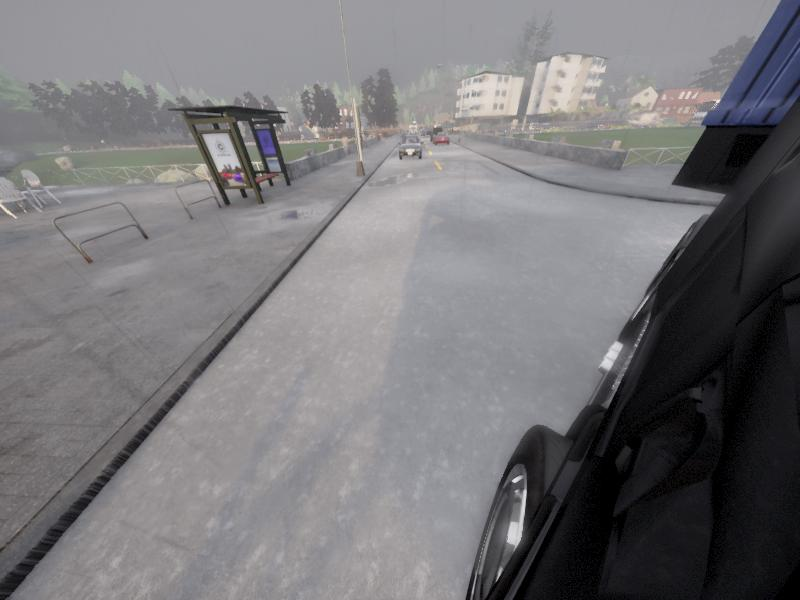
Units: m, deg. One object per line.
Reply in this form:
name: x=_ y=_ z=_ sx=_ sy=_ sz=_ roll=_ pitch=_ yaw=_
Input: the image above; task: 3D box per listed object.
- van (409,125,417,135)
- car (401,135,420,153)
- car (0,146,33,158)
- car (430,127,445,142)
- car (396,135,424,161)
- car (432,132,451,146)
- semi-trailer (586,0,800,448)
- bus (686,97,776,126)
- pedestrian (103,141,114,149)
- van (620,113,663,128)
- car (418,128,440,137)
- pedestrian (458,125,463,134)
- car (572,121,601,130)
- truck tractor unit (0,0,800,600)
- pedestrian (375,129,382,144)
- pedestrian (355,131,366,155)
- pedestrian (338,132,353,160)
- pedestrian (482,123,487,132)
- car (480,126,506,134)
van: x=4.198 y=-53.834 z=73.055 sx=2.351 sy=2.431 sz=6.366 roll=0 pitch=37 yaw=4
car: x=1.196 y=-17.097 z=25.251 sx=1.895 sy=1.301 sz=4.718 roll=0 pitch=37 yaw=4
car: x=-83.859 y=-31.860 z=49.735 sx=2.033 sy=1.649 sz=4.856 roll=0 pitch=37 yaw=4
car: x=5.969 y=-26.796 z=37.386 sx=1.905 sy=1.878 sz=3.866 roll=0 pitch=37 yaw=4
car: x=0.939 y=-13.008 z=19.641 sx=2.128 sy=1.511 sz=4.902 roll=1 pitch=37 yaw=4
car: x=5.637 y=-22.293 z=31.844 sx=1.994 sy=1.385 sz=4.181 roll=-1 pitch=37 yaw=2
semi-trailer: x=9.992 y=-2.008 z=2.023 sx=14.254 sy=4.402 sz=2.717 roll=-8 pitch=37 yaw=-7
bus: x=69.389 y=-39.707 z=48.798 sx=10.273 sy=4.253 sz=3.944 roll=0 pitch=37 yaw=4
pedestrian: x=-79.321 y=-42.176 z=62.809 sx=0.751 sy=1.860 sz=0.751 roll=-4 pitch=37 yaw=-2
van: x=55.547 y=-41.333 z=53.317 sx=6.366 sy=2.431 sz=2.351 roll=0 pitch=37 yaw=4
car: x=6.892 y=-39.749 z=54.913 sx=4.892 sy=1.490 sz=1.837 roll=-19 pitch=38 yaw=-21
pedestrian: x=15.656 y=-44.336 z=59.960 sx=0.751 sy=1.860 sz=0.751 roll=-3 pitch=37 yaw=0
car: x=43.833 y=-40.977 z=54.327 sx=4.892 sy=1.490 sz=1.837 roll=0 pitch=37 yaw=3
truck tractor unit: x=2.645 y=-0.295 z=0.351 sx=6.516 sy=4.208 sz=3.053 roll=-28 pitch=44 yaw=-30
pedestrian: x=-3.381 y=-25.558 z=36.111 sx=0.751 sy=1.860 sz=0.751 roll=0 pitch=37 yaw=4
pedestrian: x=-3.775 y=-15.101 z=22.207 sx=0.751 sy=1.860 sz=0.751 roll=-3 pitch=37 yaw=-1
pedestrian: x=-4.454 y=-12.653 z=18.987 sx=0.751 sy=1.860 sz=0.751 roll=0 pitch=37 yaw=4
pedestrian: x=21.938 y=-44.962 z=60.237 sx=0.751 sy=1.860 sz=0.751 roll=1 pitch=37 yaw=4
car: x=22.314 y=-40.973 z=55.698 sx=5.357 sy=1.411 sz=2.033 roll=0 pitch=37 yaw=4
